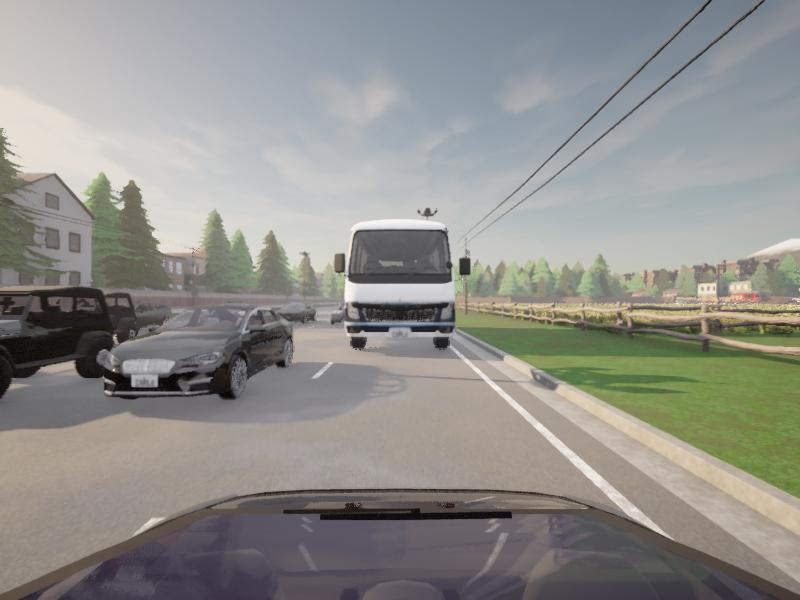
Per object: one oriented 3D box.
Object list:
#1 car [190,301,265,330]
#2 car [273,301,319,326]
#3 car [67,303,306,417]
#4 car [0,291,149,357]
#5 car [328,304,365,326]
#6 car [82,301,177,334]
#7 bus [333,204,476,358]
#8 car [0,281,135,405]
[{"bbox_3d":[-10.177,0.851,24.106,2.038,1.542,4.974,0,0,5],"label":"car"},{"bbox_3d":[-7.044,0.848,27.562,1.882,1.535,5.008,0,0,-1],"label":"car"},{"bbox_3d":[-3.499,0.842,7.934,2.128,1.511,4.902,0,0,0],"label":"car"},{"bbox_3d":[-10.500,0.655,13.267,1.905,1.878,3.866,0,1,-1],"label":"car"},{"bbox_3d":[-3.497,0.968,27.117,1.895,1.301,4.718,0,0,0],"label":"car"},{"bbox_3d":[-13.997,0.848,21.100,2.007,1.525,4.514,0,0,0],"label":"car"},{"bbox_3d":[0.123,-0.518,16.210,3.944,4.253,10.273,0,0,0],"label":"bus"},{"bbox_3d":[-7.000,0.653,7.177,1.905,1.878,3.866,0,0,0],"label":"car"}]
